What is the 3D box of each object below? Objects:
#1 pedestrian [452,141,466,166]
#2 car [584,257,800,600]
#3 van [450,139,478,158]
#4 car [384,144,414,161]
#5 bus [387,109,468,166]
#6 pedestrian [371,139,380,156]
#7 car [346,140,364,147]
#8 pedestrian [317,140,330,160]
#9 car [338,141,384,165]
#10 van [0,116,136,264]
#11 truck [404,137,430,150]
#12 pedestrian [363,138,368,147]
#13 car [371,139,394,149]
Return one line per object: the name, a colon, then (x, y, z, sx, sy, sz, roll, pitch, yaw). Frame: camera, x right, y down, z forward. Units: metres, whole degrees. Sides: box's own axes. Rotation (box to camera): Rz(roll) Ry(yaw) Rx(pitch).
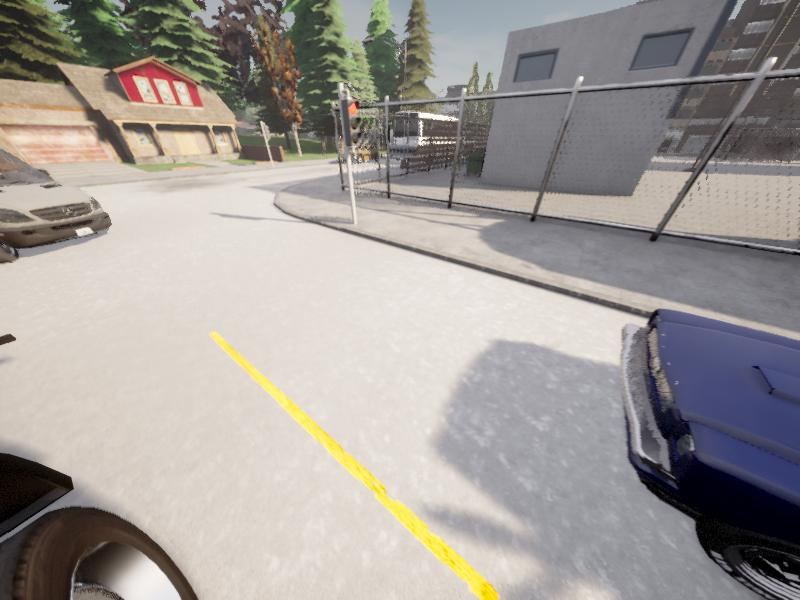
pedestrian: (5.394, -13.465, 21.216, 0.751, 1.860, 0.751, 28, 44, 33)
car: (3.878, 1.368, 0.879, 4.718, 1.301, 1.895, 24, 41, 29)
van: (9.056, -21.435, 32.619, 2.069, 2.038, 4.480, 22, 41, 28)
car: (-0.030, -17.973, 28.051, 1.789, 1.549, 3.705, 23, 41, 28)
bus: (3.341, -17.909, 25.650, 3.944, 4.253, 10.273, 22, 41, 28)
pedestrian: (-3.279, -20.626, 31.297, 0.751, 1.860, 0.751, 26, 43, 32)
car: (-13.535, -46.631, 68.885, 5.238, 1.638, 1.930, 23, 41, 28)
pedestrian: (-8.410, -16.587, 25.523, 0.751, 1.860, 0.751, 22, 41, 28)
car: (-3.818, -15.173, 23.765, 1.932, 1.855, 4.605, 22, 40, 27)
van: (-10.414, -2.381, 4.994, 5.915, 2.561, 1.988, 0, 32, -1)
truck: (3.961, -36.876, 54.480, 5.204, 2.467, 2.627, 23, 41, 28)
pedestrian: (-8.494, -38.833, 57.075, 0.751, 1.860, 0.751, 18, 39, 23)
car: (-4.529, -40.217, 59.522, 5.566, 2.045, 2.150, 23, 41, 28)
